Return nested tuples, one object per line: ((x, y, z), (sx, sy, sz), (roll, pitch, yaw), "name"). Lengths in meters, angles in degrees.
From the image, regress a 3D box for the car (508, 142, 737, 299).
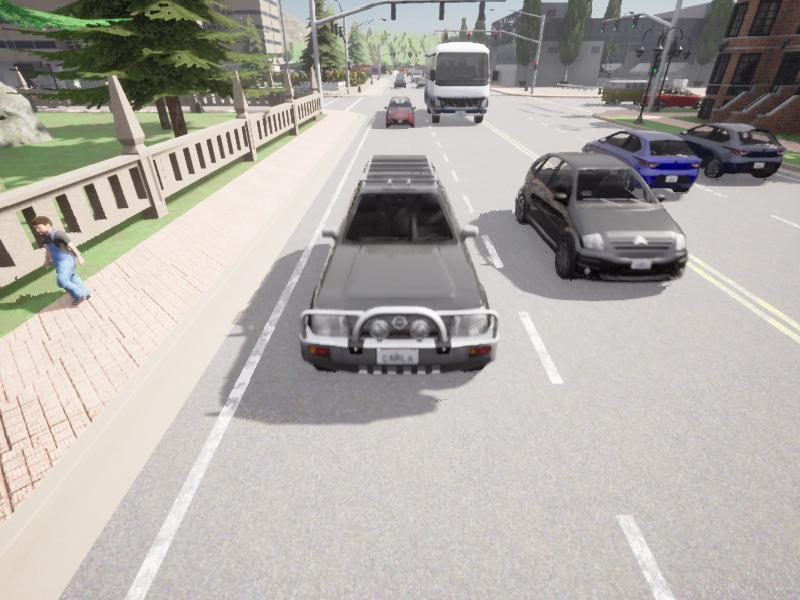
((3.492, -1.724, 7.377), (1.851, 1.617, 3.988), (0, 30, 0), "car")

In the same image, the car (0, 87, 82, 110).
((-29.773, -16.583, 32.828), (5.366, 1.575, 1.801), (-1, 30, -2), "car")

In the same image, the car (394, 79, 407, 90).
((0.025, -33.497, 62.073), (1.895, 1.301, 4.718), (0, 30, 0), "car")

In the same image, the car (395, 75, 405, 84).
((0.033, -45.505, 82.403), (1.882, 1.535, 5.008), (0, 30, 0), "car")

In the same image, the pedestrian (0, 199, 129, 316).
((-4.473, -0.583, 5.371), (0.751, 1.300, 0.751), (7, 31, 12), "pedestrian")

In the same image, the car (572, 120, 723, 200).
((7.002, -4.337, 11.981), (1.816, 1.474, 4.193), (0, 30, 0), "car")

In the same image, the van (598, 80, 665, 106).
((20.499, -18.406, 35.572), (4.442, 1.987, 1.775), (0, 30, 0), "van")

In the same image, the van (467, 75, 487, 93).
((10.521, -29.694, 54.893), (1.775, 1.987, 4.442), (0, 30, 0), "van")

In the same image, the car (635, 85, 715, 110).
((22.322, -16.510, 32.641), (4.611, 1.667, 2.242), (0, 30, 0), "car")

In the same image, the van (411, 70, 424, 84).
((3.532, -46.403, 83.055), (2.351, 2.431, 6.366), (0, 30, 0), "van")

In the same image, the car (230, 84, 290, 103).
((-13.605, -20.211, 39.095), (4.974, 1.542, 2.038), (0, 30, 0), "car")

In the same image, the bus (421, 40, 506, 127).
((3.631, -14.510, 26.643), (3.944, 4.253, 10.273), (0, 30, 0), "bus")

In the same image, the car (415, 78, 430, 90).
((3.523, -33.899, 62.661), (2.033, 1.411, 5.357), (0, 30, 0), "car")

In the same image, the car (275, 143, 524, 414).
((-0.006, -0.818, 5.551), (1.932, 1.855, 4.605), (0, 30, 0), "car")

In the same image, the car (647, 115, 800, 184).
((10.503, -5.152, 13.379), (1.816, 1.474, 4.193), (0, 30, 0), "car")

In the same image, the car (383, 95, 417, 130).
((0.007, -10.950, 23.248), (1.845, 1.501, 3.633), (0, 30, 0), "car")

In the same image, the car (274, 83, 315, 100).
((-11.034, -21.972, 42.117), (3.633, 1.501, 1.845), (0, 30, 0), "car")
